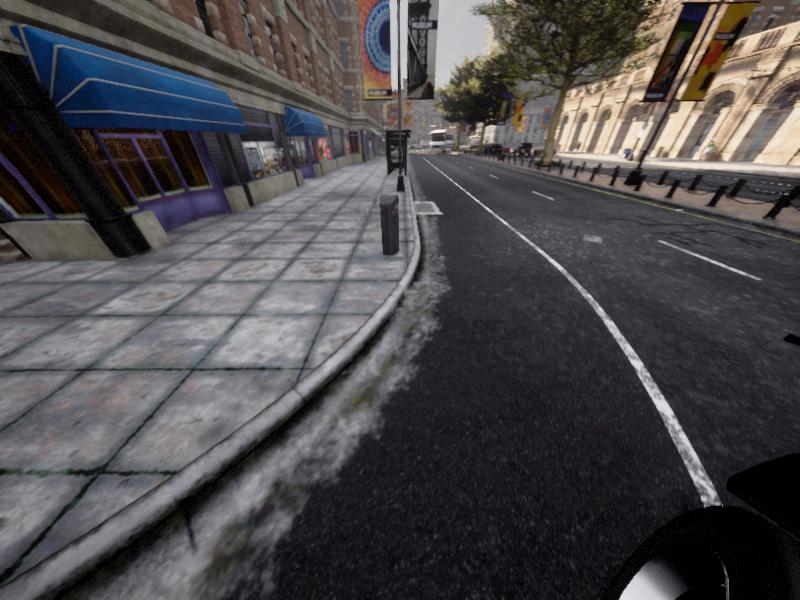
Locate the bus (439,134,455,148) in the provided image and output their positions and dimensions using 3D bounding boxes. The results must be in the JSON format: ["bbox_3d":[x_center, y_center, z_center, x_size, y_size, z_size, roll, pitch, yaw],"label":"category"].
[{"bbox_3d":[17.230,-59.237,86.032,3.944,4.253,10.273,0,34,1],"label":"bus"}]

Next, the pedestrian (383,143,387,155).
[{"bbox_3d":[-2.747,-27.932,42.715,0.751,1.860,0.751,-1,35,0],"label":"pedestrian"}]

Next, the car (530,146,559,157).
[{"bbox_3d":[23.728,-24.530,38.088,1.895,1.301,4.718,0,35,1],"label":"car"}]

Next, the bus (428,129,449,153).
[{"bbox_3d":[9.118,-37.075,53.979,3.944,4.253,10.273,4,35,10],"label":"bus"}]

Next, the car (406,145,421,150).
[{"bbox_3d":[4.107,-47.295,71.529,4.718,1.301,1.895,0,35,0],"label":"car"}]

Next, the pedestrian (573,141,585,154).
[{"bbox_3d":[30.239,-25.843,39.076,0.751,1.860,0.751,-4,35,-4],"label":"pedestrian"}]

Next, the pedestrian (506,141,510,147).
[{"bbox_3d":[36.975,-53.396,78.982,0.751,1.860,0.751,0,35,1],"label":"pedestrian"}]

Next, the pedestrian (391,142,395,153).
[{"bbox_3d":[-1.595,-33.875,51.328,0.751,1.860,0.751,-3,35,-3],"label":"pedestrian"}]

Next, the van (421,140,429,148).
[{"bbox_3d":[9.368,-59.129,87.627,2.351,2.431,6.366,0,35,1],"label":"van"}]

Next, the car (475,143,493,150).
[{"bbox_3d":[24.844,-45.510,68.354,4.514,1.525,2.007,-1,34,-1],"label":"car"}]

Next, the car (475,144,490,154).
[{"bbox_3d":[17.064,-31.366,47.945,1.845,1.501,3.633,0,35,1],"label":"car"}]

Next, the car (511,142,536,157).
[{"bbox_3d":[20.482,-25.133,38.508,1.905,1.878,3.866,0,35,1],"label":"car"}]

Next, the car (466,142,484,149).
[{"bbox_3d":[23.143,-47.600,71.295,4.611,1.667,2.242,0,35,0],"label":"car"}]

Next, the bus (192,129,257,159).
[{"bbox_3d":[-32.697,-29.704,44.041,3.944,4.253,10.273,0,35,1],"label":"bus"}]

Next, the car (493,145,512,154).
[{"bbox_3d":[20.544,-30.225,46.365,1.994,1.385,4.181,0,35,1],"label":"car"}]

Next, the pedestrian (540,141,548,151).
[{"bbox_3d":[31.457,-33.602,50.326,0.751,1.860,0.751,0,35,1],"label":"pedestrian"}]

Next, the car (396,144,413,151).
[{"bbox_3d":[1.420,-45.387,68.596,4.974,1.542,2.038,-1,35,0],"label":"car"}]

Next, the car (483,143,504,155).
[{"bbox_3d":[17.010,-27.707,42.322,1.932,1.855,4.605,0,35,1],"label":"car"}]

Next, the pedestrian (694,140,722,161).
[{"bbox_3d":[32.803,-15.913,24.603,0.751,1.860,0.751,0,35,0],"label":"pedestrian"}]
